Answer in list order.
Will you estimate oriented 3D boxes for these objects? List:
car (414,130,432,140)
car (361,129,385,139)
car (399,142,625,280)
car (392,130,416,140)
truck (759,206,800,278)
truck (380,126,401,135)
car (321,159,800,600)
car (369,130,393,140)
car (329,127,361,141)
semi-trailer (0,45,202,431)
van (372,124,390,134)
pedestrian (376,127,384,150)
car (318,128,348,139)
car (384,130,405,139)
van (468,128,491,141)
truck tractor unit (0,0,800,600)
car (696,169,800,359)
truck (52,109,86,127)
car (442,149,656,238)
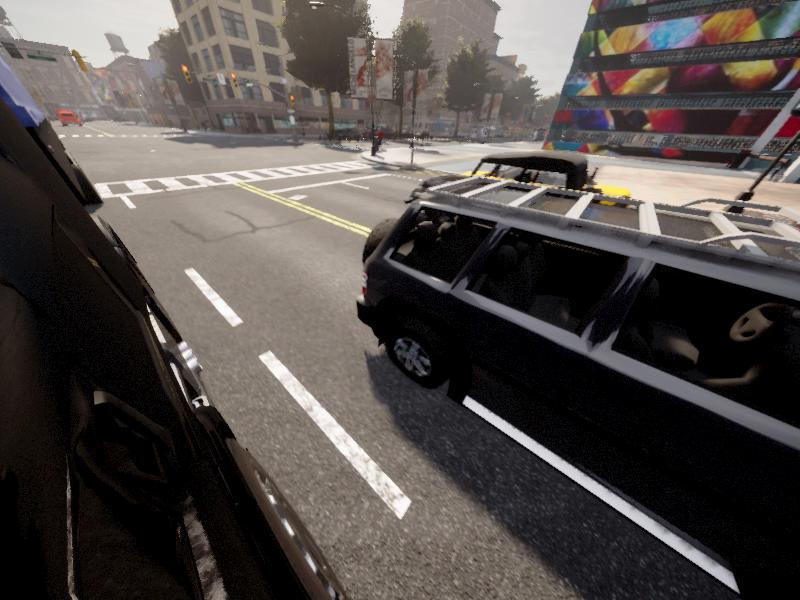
[{"bbox_3d":[5.105,-36.810,51.503,1.851,1.617,3.988,28,44,30],"label":"car"},{"bbox_3d":[-5.334,-32.825,45.680,2.007,1.525,4.514,28,44,30],"label":"car"},{"bbox_3d":[2.108,-2.319,5.252,3.866,1.878,1.905,27,44,29],"label":"car"},{"bbox_3d":[0.852,-33.823,47.371,2.128,1.511,4.902,28,44,30],"label":"car"},{"bbox_3d":[11.954,-0.646,1.979,8.468,3.827,2.891,27,43,29],"label":"truck"},{"bbox_3d":[-2.933,-51.105,69.636,6.274,2.098,2.390,27,43,29],"label":"truck"},{"bbox_3d":[1.735,0.248,1.832,4.605,1.855,1.932,28,44,30],"label":"car"},{"bbox_3d":[-3.492,-30.758,43.169,1.994,1.385,4.181,28,44,30],"label":"car"},{"bbox_3d":[-8.848,-27.160,37.831,2.242,1.667,4.611,28,44,30],"label":"car"},{"bbox_3d":[-8.700,-3.598,4.234,14.254,4.402,2.717,28,44,30],"label":"semi-trailer"},{"bbox_3d":[-6.128,-55.680,75.169,5.915,2.561,1.988,27,43,29],"label":"van"},{"bbox_3d":[-1.972,-16.189,23.187,0.751,1.860,0.751,-3,37,-8],"label":"pedestrian"},{"bbox_3d":[-11.387,-28.570,39.748,1.812,1.442,4.674,28,44,30],"label":"car"},{"bbox_3d":[-1.116,-35.764,49.852,1.837,1.490,4.892,27,44,29],"label":"car"},{"bbox_3d":[18.860,-39.153,54.717,2.351,2.431,6.366,28,44,30],"label":"van"},{"bbox_3d":[-2.645,-0.295,0.351,6.516,4.208,3.053,28,44,30],"label":"truck tractor unit"},{"bbox_3d":[6.634,0.063,2.344,3.866,1.878,1.905,28,44,29],"label":"car"},{"bbox_3d":[-61.720,-33.861,43.067,5.204,2.467,2.627,28,44,30],"label":"truck"},{"bbox_3d":[4.270,-3.779,7.575,5.366,1.575,1.801,28,44,30],"label":"car"}]
